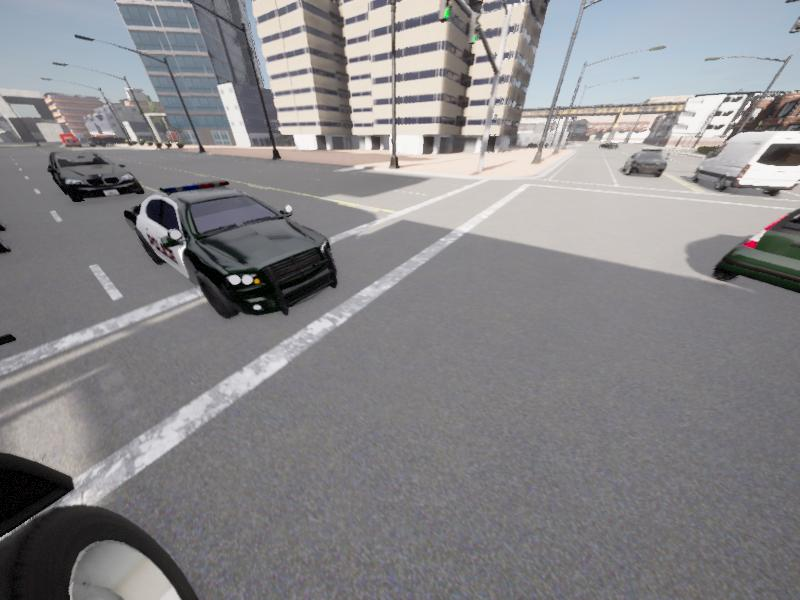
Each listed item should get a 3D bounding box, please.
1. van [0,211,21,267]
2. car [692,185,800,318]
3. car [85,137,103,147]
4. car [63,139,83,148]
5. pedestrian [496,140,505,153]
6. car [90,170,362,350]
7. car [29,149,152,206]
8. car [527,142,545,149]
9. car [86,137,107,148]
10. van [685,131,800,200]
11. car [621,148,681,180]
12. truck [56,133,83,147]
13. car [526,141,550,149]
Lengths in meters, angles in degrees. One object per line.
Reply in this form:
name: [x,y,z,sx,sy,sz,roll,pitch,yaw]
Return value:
van: [-10.503,-1.955,4.852,4.442,1.987,1.775,22,41,28]
car: [7.925,-0.980,3.978,3.988,1.617,1.851,-13,37,-18]
car: [-72.448,-37.429,54.643,4.605,1.855,1.932,27,43,33]
car: [-69.323,-33.199,48.971,3.988,1.617,1.851,25,42,31]
pedestrian: [17.532,-26.663,40.143,0.751,1.860,0.751,-24,42,-30]
car: [-3.323,-1.303,4.391,4.974,1.542,2.038,23,41,28]
car: [-13.722,-5.600,10.265,4.611,1.667,2.242,22,41,28]
car: [36.589,-41.612,62.237,3.806,1.475,1.970,20,40,27]
car: [-66.745,-34.726,50.867,3.866,1.878,1.905,25,42,31]
van: [18.456,-7.345,12.290,1.988,2.561,5.915,20,40,26]
car: [18.426,-10.314,17.277,1.930,1.638,5.238,22,41,28]
truck: [-75.297,-36.457,52.740,5.204,2.467,2.627,28,44,32]
car: [38.574,-43.368,64.527,5.238,1.638,1.930,20,40,27]
